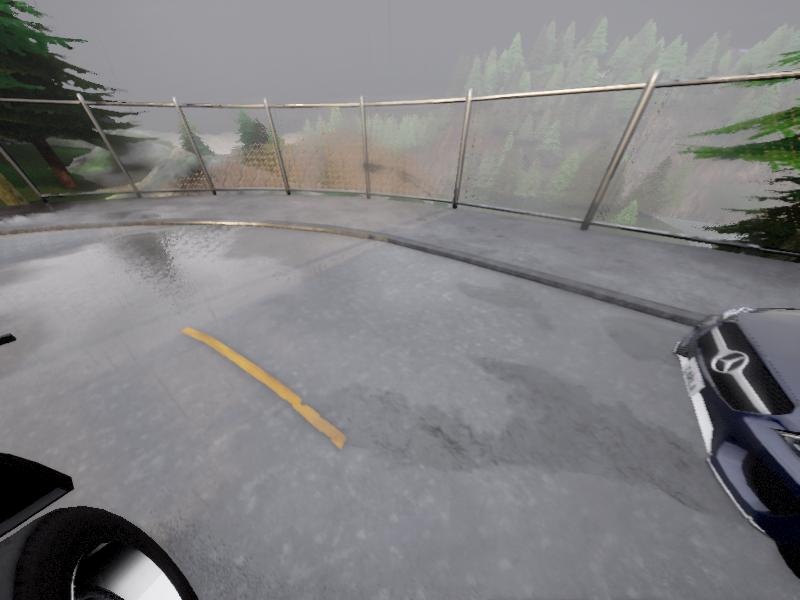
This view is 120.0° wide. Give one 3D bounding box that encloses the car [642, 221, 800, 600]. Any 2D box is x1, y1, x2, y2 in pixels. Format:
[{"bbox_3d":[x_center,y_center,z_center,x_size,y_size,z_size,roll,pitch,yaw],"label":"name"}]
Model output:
[{"bbox_3d":[4.630,1.308,0.690,5.027,1.651,2.152,23,41,29],"label":"car"}]
